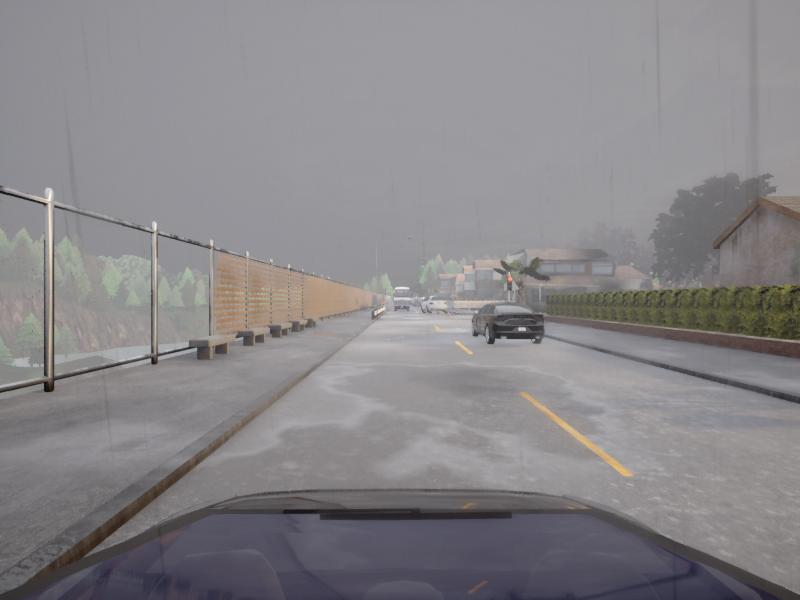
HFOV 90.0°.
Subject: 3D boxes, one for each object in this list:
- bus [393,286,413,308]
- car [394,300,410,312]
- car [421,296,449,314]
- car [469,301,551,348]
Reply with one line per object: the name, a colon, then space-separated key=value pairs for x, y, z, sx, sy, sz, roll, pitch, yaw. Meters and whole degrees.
bus: x=0.551 y=-0.539 z=83.810 sx=3.944 sy=4.253 sz=10.273 roll=0 pitch=0 yaw=0
car: x=0.314 y=0.781 z=57.989 sx=2.152 sy=1.651 sz=5.027 roll=0 pitch=0 yaw=2
car: x=3.982 y=0.564 z=46.487 sx=2.150 sy=2.045 sz=5.566 roll=0 pitch=-1 yaw=-7
car: x=4.085 y=0.823 z=15.817 sx=1.882 sy=1.535 sz=5.008 roll=0 pitch=0 yaw=0
